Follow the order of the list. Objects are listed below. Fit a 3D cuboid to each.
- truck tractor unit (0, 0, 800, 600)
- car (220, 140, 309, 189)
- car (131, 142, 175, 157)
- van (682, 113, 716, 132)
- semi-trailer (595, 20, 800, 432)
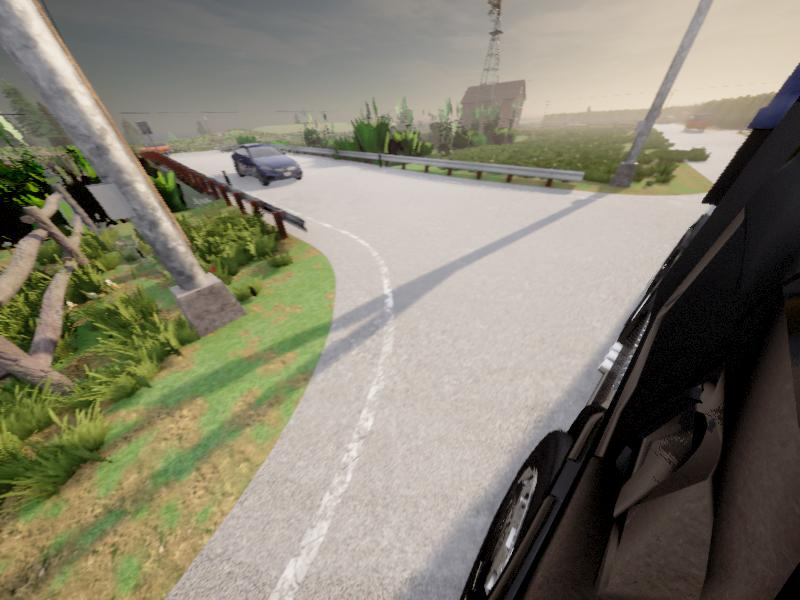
[{"bbox_3d":[2.645,-0.295,0.351,6.516,4.208,3.053,-28,44,-30],"label":"truck tractor unit"},{"bbox_3d":[-6.694,-6.751,11.283,4.674,1.442,1.812,30,48,32],"label":"car"},{"bbox_3d":[-41.400,-25.326,38.773,2.097,1.767,4.553,28,47,35],"label":"car"},{"bbox_3d":[42.683,-25.457,33.115,1.775,1.987,4.442,23,44,30],"label":"van"},{"bbox_3d":[8.869,-3.487,4.045,14.254,4.402,2.717,-26,43,-28],"label":"semi-trailer"}]
